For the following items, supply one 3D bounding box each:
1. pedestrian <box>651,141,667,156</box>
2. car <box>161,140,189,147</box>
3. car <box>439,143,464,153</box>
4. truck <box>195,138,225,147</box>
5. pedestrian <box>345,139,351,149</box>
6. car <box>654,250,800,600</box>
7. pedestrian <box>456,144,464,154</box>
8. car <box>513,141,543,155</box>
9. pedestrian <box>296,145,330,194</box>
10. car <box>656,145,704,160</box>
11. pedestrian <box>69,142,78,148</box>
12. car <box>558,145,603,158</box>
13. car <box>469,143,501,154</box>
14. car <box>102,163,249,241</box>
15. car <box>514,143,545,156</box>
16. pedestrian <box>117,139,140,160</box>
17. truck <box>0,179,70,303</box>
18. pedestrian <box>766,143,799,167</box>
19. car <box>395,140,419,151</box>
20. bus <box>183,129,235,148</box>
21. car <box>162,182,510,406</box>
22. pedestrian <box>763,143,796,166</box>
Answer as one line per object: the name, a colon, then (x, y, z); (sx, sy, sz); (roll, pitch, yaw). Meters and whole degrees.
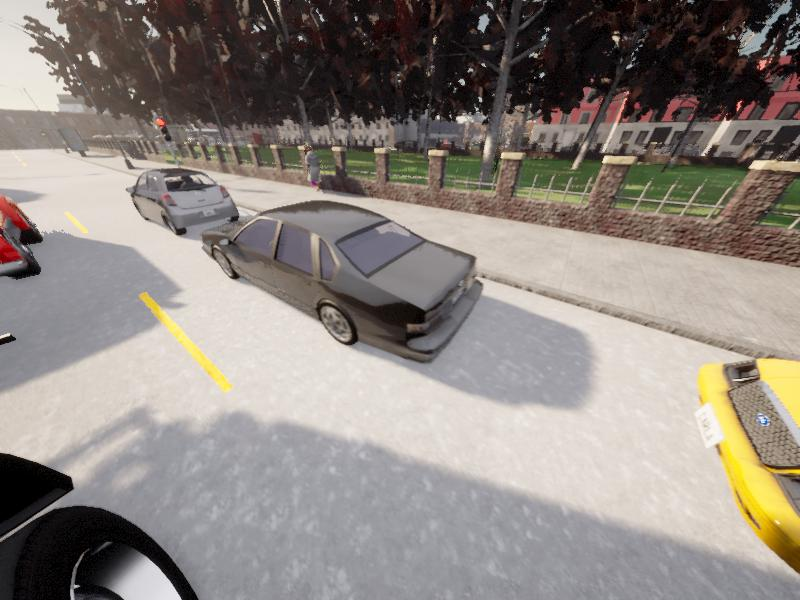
pedestrian: (39.081, -22.895, 34.877); (0.751, 1.860, 0.751); (16, 38, 21)
car: (-62.753, -43.803, 64.491); (1.882, 1.535, 5.008); (22, 41, 28)
car: (9.510, -28.260, 42.882); (3.806, 1.475, 1.970); (22, 41, 28)
truck: (-57.740, -48.038, 70.258); (2.390, 2.098, 6.274); (22, 41, 28)
pedestrian: (-11.283, -33.632, 49.836); (0.751, 1.860, 0.751); (22, 41, 28)
car: (4.555, 1.597, 0.311); (5.366, 1.575, 1.801); (23, 41, 28)
pedestrian: (9.817, -24.786, 37.874); (0.751, 1.300, 0.751); (22, 41, 28)
car: (21.970, -26.163, 39.615); (3.866, 1.878, 1.905); (22, 41, 28)
pedestrian: (-3.885, -5.881, 10.425); (0.751, 1.860, 0.751); (22, 41, 28)
car: (37.205, -19.729, 30.873); (3.633, 1.501, 1.845); (24, 41, 29)
pedestrian: (-73.537, -34.868, 52.055); (0.500, 1.100, 0.500); (3, 35, 4)
car: (25.984, -21.549, 33.424); (4.892, 1.490, 1.837); (22, 40, 27)
car: (14.600, -26.206, 39.948); (4.514, 1.525, 2.007); (22, 41, 28)
car: (-6.809, -3.187, 7.088); (3.633, 1.501, 1.845); (21, 40, 27)
car: (20.480, -23.819, 36.567); (3.705, 1.549, 1.789); (22, 41, 28)
pedestrian: (-29.576, -16.368, 25.181); (0.751, 1.860, 0.751); (22, 41, 28)
truck: (-9.090, -1.595, 3.976); (5.204, 2.467, 2.627); (23, 41, 28)
pedestrian: (35.770, -13.580, 21.613); (0.751, 1.860, 0.751); (-23, 41, -29)
car: (1.453, -31.711, 47.390); (4.605, 1.855, 1.932); (22, 41, 28)
bus: (-55.148, -47.071, 67.198); (3.944, 4.253, 10.273); (22, 41, 28)
car: (-1.387, -0.840, 3.903); (5.357, 1.411, 2.033); (22, 40, 28)
pedestrian: (36.135, -13.871, 22.030); (0.751, 1.860, 0.751); (-20, 40, -26)
